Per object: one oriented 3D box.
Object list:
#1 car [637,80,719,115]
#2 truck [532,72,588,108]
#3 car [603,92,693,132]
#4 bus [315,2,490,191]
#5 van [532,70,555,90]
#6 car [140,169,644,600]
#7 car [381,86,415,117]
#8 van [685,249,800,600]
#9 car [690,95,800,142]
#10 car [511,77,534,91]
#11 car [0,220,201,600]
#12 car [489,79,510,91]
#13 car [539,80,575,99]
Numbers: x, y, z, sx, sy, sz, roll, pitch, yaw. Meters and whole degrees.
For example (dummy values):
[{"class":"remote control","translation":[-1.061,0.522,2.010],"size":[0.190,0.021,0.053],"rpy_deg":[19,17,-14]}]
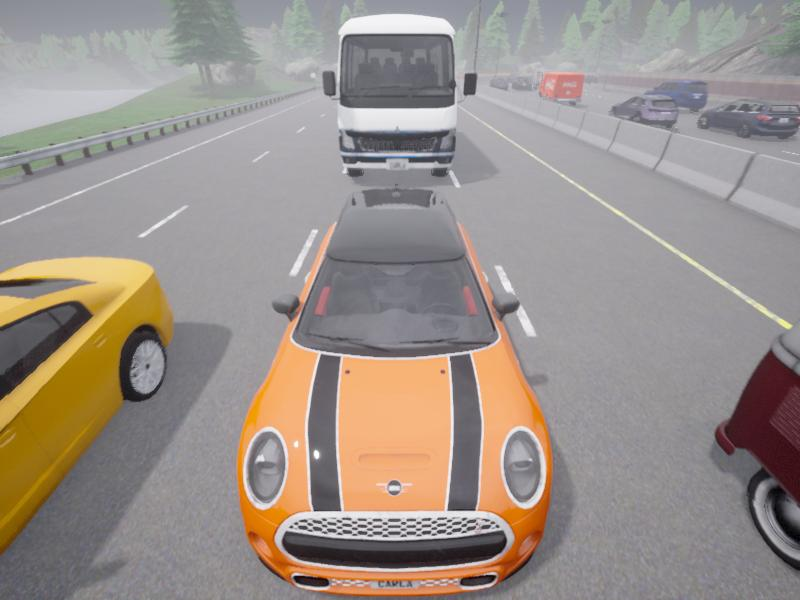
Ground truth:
[{"class":"car","translation":[20.818,-15.511,30.416],"size":[2.150,2.045,5.566],"rpy_deg":[0,30,0]},{"class":"truck","translation":[13.792,-18.420,34.962],"size":[2.627,2.467,5.204],"rpy_deg":[0,31,0]},{"class":"car","translation":[13.862,-10.826,22.839],"size":[2.033,1.649,4.856],"rpy_deg":[0,30,0]},{"class":"bus","translation":[0.028,-7.475,14.525],"size":[3.944,4.253,10.273],"rpy_deg":[0,30,0]},{"class":"van","translation":[21.446,-33.198,60.196],"size":[2.351,2.431,6.366],"rpy_deg":[6,31,10]},{"class":"car","translation":[-0.039,0.077,4.073],"size":[2.097,1.767,4.553],"rpy_deg":[0,30,0]},{"class":"car","translation":[-0.174,-14.420,28.911],"size":[2.242,1.667,4.611],"rpy_deg":[0,31,0]},{"class":"van","translation":[3.472,1.648,1.204],"size":[1.775,1.987,4.442],"rpy_deg":[0,31,0]},{"class":"car","translation":[17.378,-9.194,20.018],"size":[2.242,1.667,4.611],"rpy_deg":[0,31,0]},{"class":"car","translation":[17.350,-30.700,56.821],"size":[2.242,1.667,4.611],"rpy_deg":[3,31,6]},{"class":"car","translation":[-3.534,1.039,2.684],"size":[1.882,1.535,5.008],"rpy_deg":[0,31,0]},{"class":"car","translation":[13.748,-29.854,55.524],"size":[1.994,1.385,4.181],"rpy_deg":[2,30,3]},{"class":"car","translation":[17.238,-23.310,44.177],"size":[1.801,1.575,5.366],"rpy_deg":[0,30,0]}]
